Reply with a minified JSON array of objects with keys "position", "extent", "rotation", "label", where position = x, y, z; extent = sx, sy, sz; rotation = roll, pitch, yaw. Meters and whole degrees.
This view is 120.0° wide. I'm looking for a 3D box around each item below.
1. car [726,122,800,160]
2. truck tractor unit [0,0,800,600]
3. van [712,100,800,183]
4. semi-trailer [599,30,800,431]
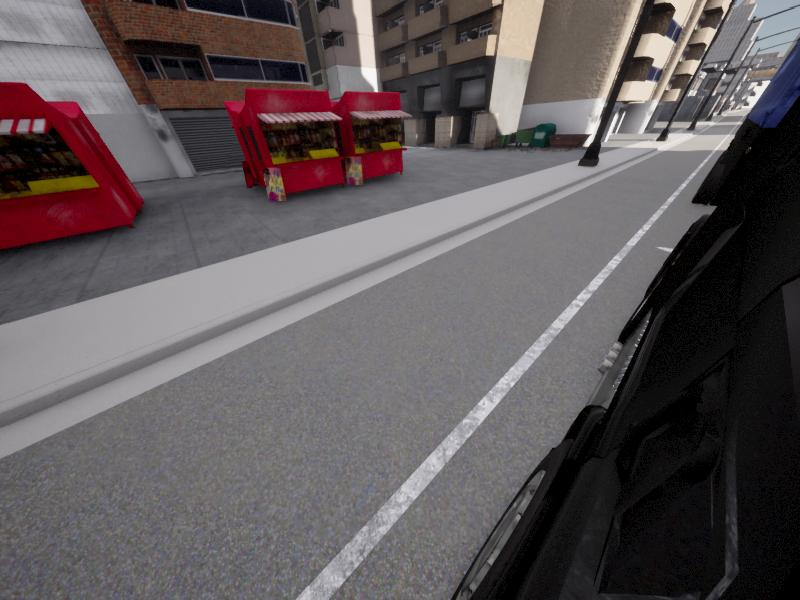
[{"position":[22.055,-9.673,13.941],"extent":[4.902,1.511,2.128],"rotation":[-28,44,-30],"label":"car"},{"position":[2.645,-0.295,0.351],"extent":[6.516,4.208,3.053],"rotation":[-28,44,-30],"label":"truck tractor unit"},{"position":[16.396,-6.998,9.962],"extent":[6.366,2.431,2.351],"rotation":[-28,44,-30],"label":"van"},{"position":[8.635,-3.647,4.288],"extent":[14.254,4.402,2.717],"rotation":[-29,44,-30],"label":"semi-trailer"}]
